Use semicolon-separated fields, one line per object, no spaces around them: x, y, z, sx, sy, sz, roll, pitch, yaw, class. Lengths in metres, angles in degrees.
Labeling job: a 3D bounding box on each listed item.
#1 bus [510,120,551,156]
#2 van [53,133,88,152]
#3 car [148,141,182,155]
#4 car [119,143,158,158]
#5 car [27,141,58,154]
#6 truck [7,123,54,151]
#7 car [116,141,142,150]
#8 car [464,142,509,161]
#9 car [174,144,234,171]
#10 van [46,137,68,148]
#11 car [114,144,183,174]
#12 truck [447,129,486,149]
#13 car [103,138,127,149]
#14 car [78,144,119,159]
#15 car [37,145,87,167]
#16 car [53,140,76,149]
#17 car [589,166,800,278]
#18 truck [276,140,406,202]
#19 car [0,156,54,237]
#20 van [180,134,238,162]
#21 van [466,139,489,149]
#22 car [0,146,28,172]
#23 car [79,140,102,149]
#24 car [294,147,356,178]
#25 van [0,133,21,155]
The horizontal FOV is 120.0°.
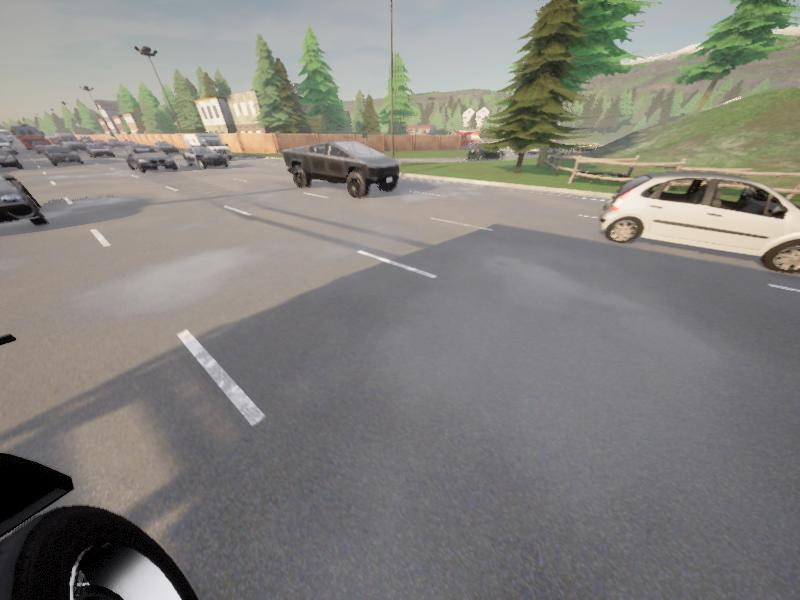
21.081;-26.635;38.143;3.944;4.253;10.273;11;36;16;bus
-56.065;-26.856;39.305;5.915;2.561;1.988;23;41;29;van
-34.315;-22.234;33.737;5.238;1.638;1.930;23;41;29;car
-34.326;-19.639;30.273;5.357;1.411;2.033;23;41;29;car
-53.189;-22.707;34.360;3.633;1.501;1.845;23;41;29;car
-67.086;-29.548;41.952;8.468;3.827;2.891;23;41;29;truck
-52.111;-29.694;44.378;5.357;1.411;2.033;23;41;29;car
10.355;-17.852;27.737;4.553;1.767;2.097;-15;38;-21;car
-16.791;-12.296;19.785;5.238;1.638;1.930;23;41;29;car
-78.044;-35.948;52.540;4.442;1.987;1.775;23;41;29;van
-19.331;-10.887;17.743;4.611;1.667;2.242;23;41;29;car
16.857;-41.149;59.048;8.468;3.827;2.891;23;41;29;truck
-61.703;-33.923;49.970;4.553;1.767;2.097;23;41;29;car
-36.796;-18.189;28.199;5.357;1.411;2.033;23;41;29;car
-31.182;-13.350;21.294;4.892;1.490;1.837;23;41;29;car
-67.109;-31.132;46.162;3.633;1.501;1.845;23;41;29;car
7.312;-2.045;5.469;3.988;1.617;1.851;23;41;29;car
-2.980;-6.617;11.445;6.274;2.098;2.390;23;41;29;truck
-12.971;-3.172;6.896;5.027;1.651;2.152;23;41;29;car
-21.374;-17.060;25.821;6.366;2.431;2.351;23;41;29;van
18.469;-37.199;55.061;4.442;1.987;1.775;23;41;29;van
-31.611;-11.028;18.011;4.792;1.488;2.163;23;41;29;car
-64.857;-32.602;48.417;3.806;1.475;1.970;23;41;29;car
-5.349;-9.920;16.535;3.988;1.617;1.851;23;41;29;car
-56.606;-22.027;32.591;6.366;2.431;2.351;23;41;29;van
